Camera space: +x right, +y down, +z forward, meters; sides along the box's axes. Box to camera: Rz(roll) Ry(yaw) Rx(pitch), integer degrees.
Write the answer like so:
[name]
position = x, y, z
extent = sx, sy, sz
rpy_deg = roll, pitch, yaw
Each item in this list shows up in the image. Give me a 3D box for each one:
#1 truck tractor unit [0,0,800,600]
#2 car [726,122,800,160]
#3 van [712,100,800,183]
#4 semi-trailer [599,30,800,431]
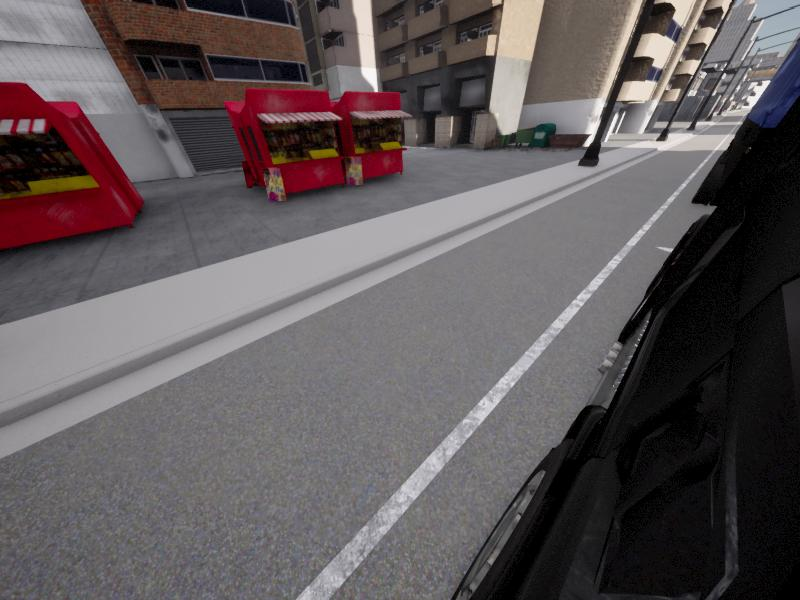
[truck tractor unit]
position = 2.645, -0.295, 0.351
extent = 6.516, 4.208, 3.053
rpy_deg = -28, 44, -30
[car]
position = 22.055, -9.674, 13.940
extent = 4.902, 1.511, 2.128
rpy_deg = -28, 44, -30
[van]
position = 16.398, -6.998, 9.959
extent = 6.366, 2.431, 2.351
rpy_deg = -28, 44, -30
[semi-trailer]
position = 8.635, -3.647, 4.288
extent = 14.254, 4.402, 2.717
rpy_deg = -29, 44, -30
